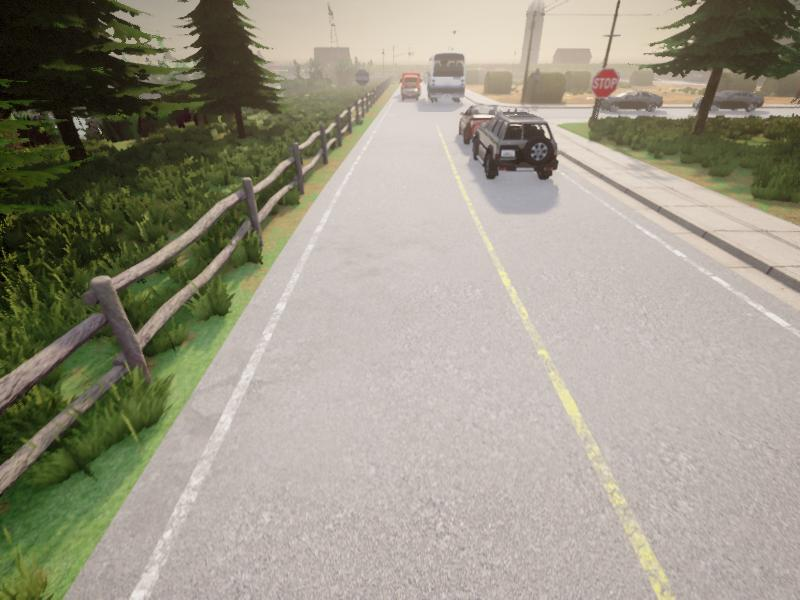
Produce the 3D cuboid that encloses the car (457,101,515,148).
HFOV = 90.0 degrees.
[{"bbox_3d":[3.874,-8.366,18.869,2.007,1.525,4.514,2,30,3],"label":"car"}]

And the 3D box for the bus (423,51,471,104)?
[{"bbox_3d":[4.469,-22.936,41.165,3.944,4.253,10.273,1,30,1],"label":"bus"}]

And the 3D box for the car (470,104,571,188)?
[{"bbox_3d":[3.651,-5.229,13.135,1.932,1.855,4.605,1,30,1],"label":"car"}]

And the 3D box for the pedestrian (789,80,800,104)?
[{"bbox_3d":[35.992,-18.628,35.862,0.751,1.860,0.751,-6,31,-10],"label":"pedestrian"}]

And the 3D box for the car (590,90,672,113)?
[{"bbox_3d":[17.920,-15.550,31.287,4.902,1.511,2.128,0,30,-1],"label":"car"}]

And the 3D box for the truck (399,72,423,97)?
[{"bbox_3d":[1.295,-25.779,47.810,2.627,2.467,5.204,1,30,1],"label":"truck"}]

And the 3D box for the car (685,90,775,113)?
[{"bbox_3d":[25.777,-15.625,31.417,4.902,1.511,2.128,-1,30,-1],"label":"car"}]

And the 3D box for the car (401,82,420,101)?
[{"bbox_3d":[1.083,-21.932,42.067,1.851,1.617,3.988,1,30,1],"label":"car"}]
